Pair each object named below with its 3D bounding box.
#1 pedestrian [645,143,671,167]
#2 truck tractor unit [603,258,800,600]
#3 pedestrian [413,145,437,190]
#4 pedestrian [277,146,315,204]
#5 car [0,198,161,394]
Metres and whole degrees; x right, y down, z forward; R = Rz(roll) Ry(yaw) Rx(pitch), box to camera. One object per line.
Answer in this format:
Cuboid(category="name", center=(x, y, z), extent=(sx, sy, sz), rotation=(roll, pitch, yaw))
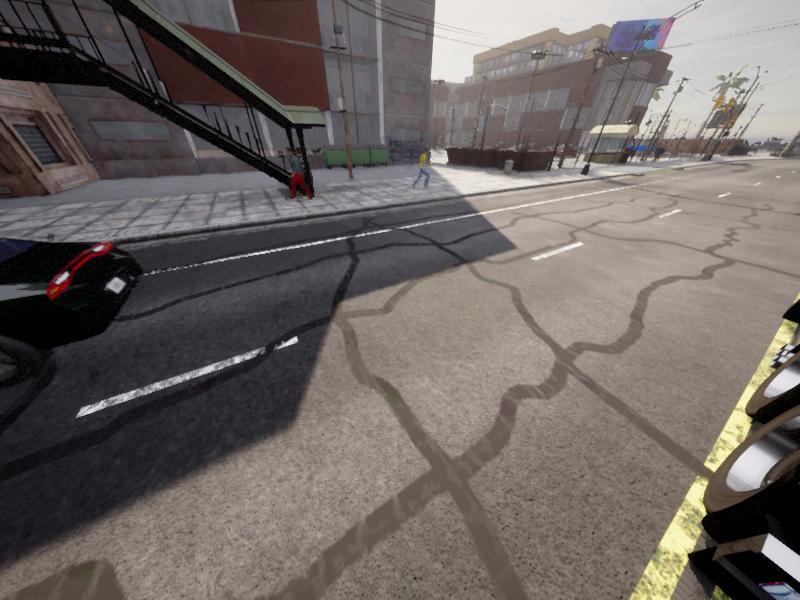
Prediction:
Cuboid(category="pedestrian", center=(24.983, -14.068, 22.399), extent=(0.751, 1.860, 0.751), rotation=(-20, 40, -26))
Cuboid(category="truck tractor unit", center=(5.104, -0.307, 0.796), extent=(6.516, 4.208, 3.053), rotation=(-19, 39, -25))
Cuboid(category="pedestrian", center=(1.209, -6.508, 11.381), extent=(0.751, 1.860, 0.751), rotation=(-19, 39, -25))
Cuboid(category="pedestrian", center=(-4.000, -4.843, 8.955), extent=(0.751, 1.860, 0.751), rotation=(-23, 41, -30))
Cuboid(category="car", center=(-6.137, 0.305, 2.164), extent=(4.974, 1.542, 2.038), rotation=(-18, 39, -24))
